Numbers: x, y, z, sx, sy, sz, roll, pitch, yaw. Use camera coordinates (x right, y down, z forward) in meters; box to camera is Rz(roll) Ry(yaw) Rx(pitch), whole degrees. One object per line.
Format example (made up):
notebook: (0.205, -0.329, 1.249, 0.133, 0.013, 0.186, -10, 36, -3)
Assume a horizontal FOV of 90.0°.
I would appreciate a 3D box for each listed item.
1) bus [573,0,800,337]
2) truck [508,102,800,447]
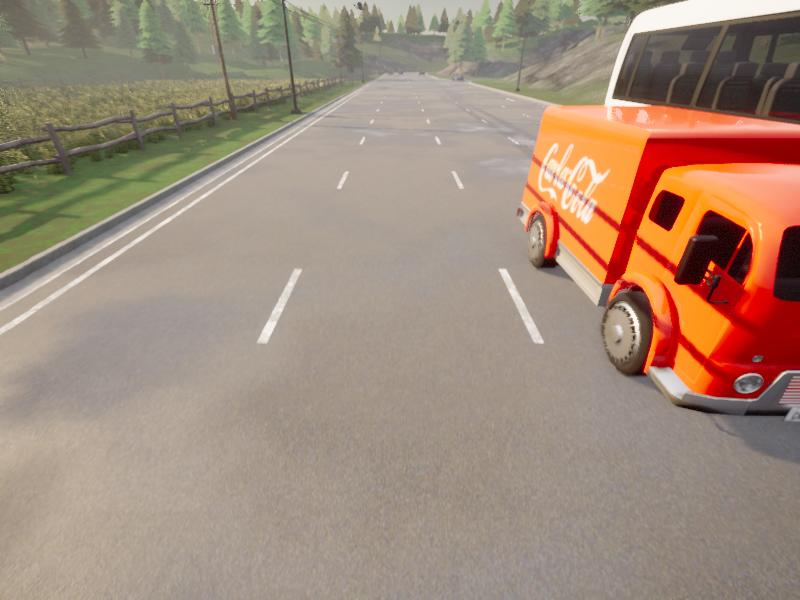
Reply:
bus: (7.127, -2.731, 6.426, 3.944, 4.253, 10.273, 0, 30, 0)
truck: (3.507, -1.034, 5.294, 2.627, 2.467, 5.204, 0, 30, 0)
